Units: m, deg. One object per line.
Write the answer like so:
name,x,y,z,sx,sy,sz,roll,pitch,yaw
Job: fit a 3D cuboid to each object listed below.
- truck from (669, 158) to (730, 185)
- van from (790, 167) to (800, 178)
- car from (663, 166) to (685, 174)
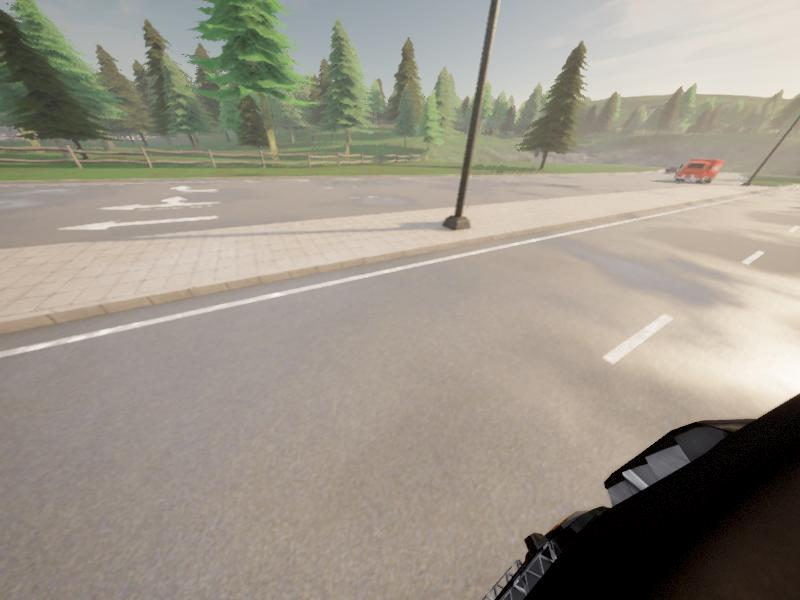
truck,35.277,-15.214,27.270,5.204,2.467,2.627,-15,37,-25
van,91.383,-28.218,51.338,1.775,1.987,4.442,-20,40,-31
car,52.759,-25.045,44.447,4.718,1.301,1.895,-21,40,-31
